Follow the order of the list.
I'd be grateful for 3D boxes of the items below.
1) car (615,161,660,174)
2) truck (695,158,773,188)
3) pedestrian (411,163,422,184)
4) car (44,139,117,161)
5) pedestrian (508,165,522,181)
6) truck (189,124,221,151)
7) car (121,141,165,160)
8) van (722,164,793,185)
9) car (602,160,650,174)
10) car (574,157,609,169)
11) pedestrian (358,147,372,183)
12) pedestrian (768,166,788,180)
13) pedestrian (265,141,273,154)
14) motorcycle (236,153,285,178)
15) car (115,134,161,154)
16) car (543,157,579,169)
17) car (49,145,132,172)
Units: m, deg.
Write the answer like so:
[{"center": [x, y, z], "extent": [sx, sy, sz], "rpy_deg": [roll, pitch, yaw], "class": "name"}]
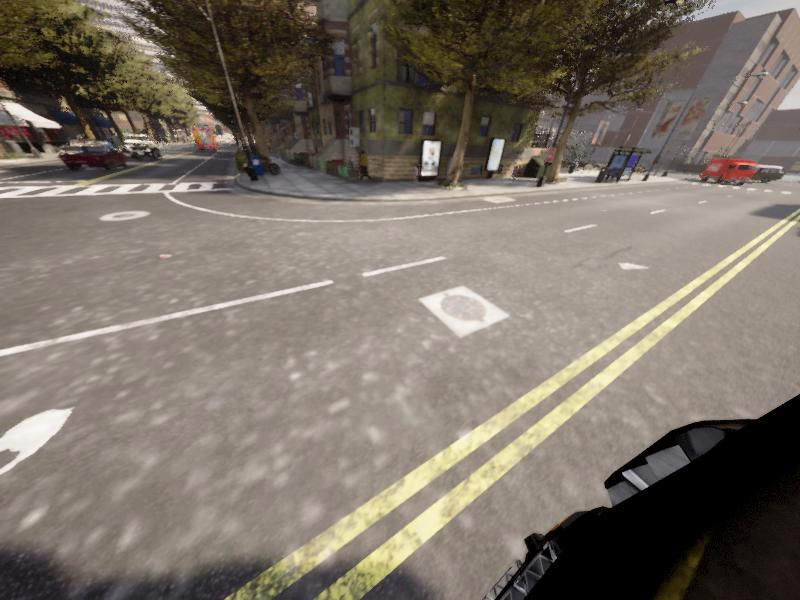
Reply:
[{"center": [40.914, -22.959, 39.985], "extent": [2.128, 1.511, 4.902], "rpy_deg": [-16, 38, -25], "class": "car"}, {"center": [37.954, -14.753, 26.598], "extent": [2.627, 2.467, 5.204], "rpy_deg": [19, 37, 21], "class": "truck"}, {"center": [1.045, -8.207, 15.007], "extent": [0.500, 1.100, 0.500], "rpy_deg": [-4, 34, -10], "class": "pedestrian"}, {"center": [-29.180, -13.935, 21.397], "extent": [2.231, 1.521, 4.892], "rpy_deg": [-16, 38, -26], "class": "car"}, {"center": [9.335, -10.291, 18.737], "extent": [0.500, 1.100, 0.500], "rpy_deg": [-16, 38, -25], "class": "pedestrian"}, {"center": [-37.139, -31.057, 44.369], "extent": [2.891, 3.827, 8.468], "rpy_deg": [-16, 38, -26], "class": "truck"}, {"center": [-26.835, -15.764, 24.294], "extent": [1.970, 1.475, 3.806], "rpy_deg": [-16, 38, -26], "class": "car"}, {"center": [47.249, -16.755, 30.661], "extent": [2.069, 2.038, 4.480], "rpy_deg": [-16, 38, -25], "class": "van"}, {"center": [37.660, -22.330, 38.739], "extent": [1.801, 1.575, 5.366], "rpy_deg": [-15, 38, -25], "class": "car"}, {"center": [37.281, -26.773, 45.187], "extent": [2.097, 1.767, 4.553], "rpy_deg": [-16, 38, -25], "class": "car"}, {"center": [-2.162, -8.301, 14.230], "extent": [0.751, 1.860, 0.751], "rpy_deg": [-3, 34, -9], "class": "pedestrian"}, {"center": [58.585, -19.742, 35.810], "extent": [0.751, 1.860, 0.751], "rpy_deg": [-13, 37, -23], "class": "pedestrian"}, {"center": [-22.177, -25.909, 39.187], "extent": [0.751, 1.860, 0.751], "rpy_deg": [-17, 38, -27], "class": "pedestrian"}, {"center": [-9.008, -8.802, 15.088], "extent": [0.764, 1.277, 2.356], "rpy_deg": [10, 33, 29], "class": "motorcycle"}, {"center": [-35.699, -21.501, 31.750], "extent": [2.435, 2.045, 5.566], "rpy_deg": [-16, 38, -26], "class": "car"}, {"center": [30.586, -26.247, 44.143], "extent": [2.097, 1.535, 5.008], "rpy_deg": [-16, 38, -26], "class": "car"}, {"center": [-21.065, -9.885, 16.059], "extent": [1.895, 1.301, 4.718], "rpy_deg": [-16, 38, -26], "class": "car"}]
